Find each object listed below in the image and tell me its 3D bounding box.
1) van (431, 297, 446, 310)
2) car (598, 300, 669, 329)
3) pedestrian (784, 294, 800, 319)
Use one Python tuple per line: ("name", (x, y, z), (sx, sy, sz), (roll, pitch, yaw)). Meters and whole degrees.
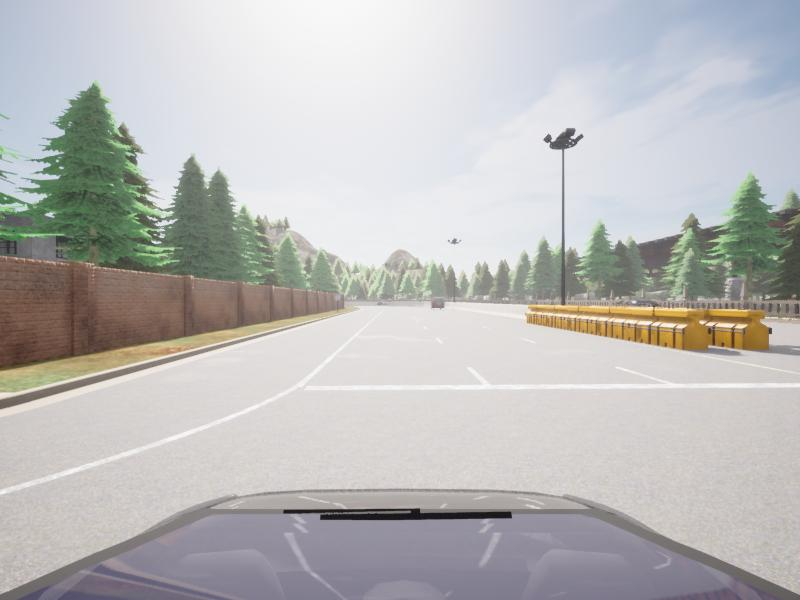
("van", (6.106, 0.598, 64.108), (1.775, 1.987, 4.442), (0, 0, -1))
("car", (13.680, 0.788, 23.731), (1.851, 1.617, 3.988), (0, 0, -1))
("pedestrian", (29.098, 0.485, 29.537), (0.751, 1.860, 0.751), (0, 0, -1))
